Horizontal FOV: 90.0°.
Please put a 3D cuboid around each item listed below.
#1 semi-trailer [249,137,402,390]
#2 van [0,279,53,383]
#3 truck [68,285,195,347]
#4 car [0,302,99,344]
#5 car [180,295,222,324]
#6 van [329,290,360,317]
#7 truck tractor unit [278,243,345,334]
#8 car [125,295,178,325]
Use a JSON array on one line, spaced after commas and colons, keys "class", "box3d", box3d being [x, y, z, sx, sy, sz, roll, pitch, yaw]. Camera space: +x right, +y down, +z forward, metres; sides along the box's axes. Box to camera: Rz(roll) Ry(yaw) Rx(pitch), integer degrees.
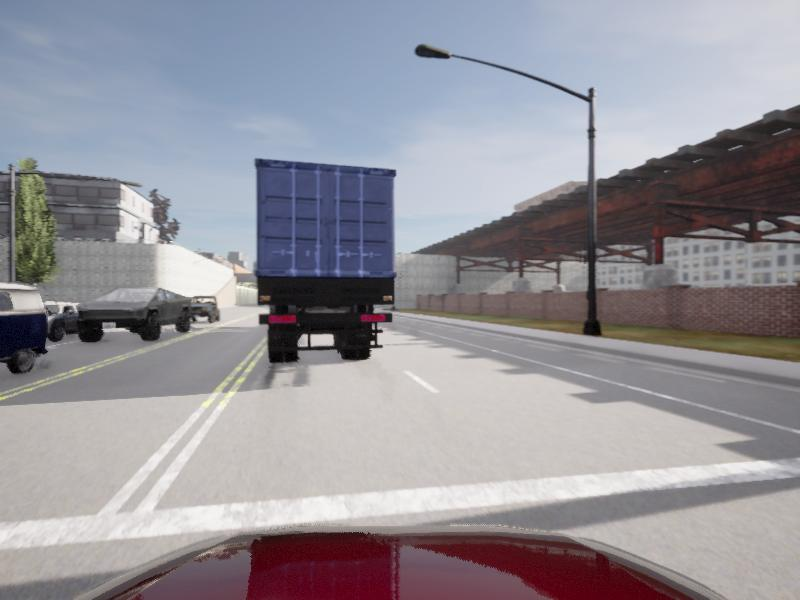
[{"class": "semi-trailer", "box3d": [-2.997, -0.635, 14.182, 2.717, 4.402, 14.254, 0, 0, -14]}, {"class": "van", "box3d": [-8.438, 0.600, 6.983, 1.775, 1.987, 4.442, 0, 0, -14]}, {"class": "truck", "box3d": [-10.837, 0.531, 16.939, 2.390, 2.098, 6.274, 0, 0, -13]}, {"class": "car", "box3d": [-14.371, 0.848, 16.358, 1.970, 1.475, 3.806, 0, 0, -14]}, {"class": "car", "box3d": [-13.611, 0.624, 27.577, 1.905, 1.878, 3.866, 0, 0, -15]}, {"class": "van", "box3d": [-5.543, 0.326, 39.170, 2.351, 2.431, 6.366, 0, 0, -14]}, {"class": "truck tractor unit", "box3d": [-4.897, -0.546, 21.866, 3.053, 4.208, 6.516, 0, 0, -14]}, {"class": "car", "box3d": [-16.993, 0.636, 27.622, 1.932, 1.855, 4.605, 0, -1, -16]}]
